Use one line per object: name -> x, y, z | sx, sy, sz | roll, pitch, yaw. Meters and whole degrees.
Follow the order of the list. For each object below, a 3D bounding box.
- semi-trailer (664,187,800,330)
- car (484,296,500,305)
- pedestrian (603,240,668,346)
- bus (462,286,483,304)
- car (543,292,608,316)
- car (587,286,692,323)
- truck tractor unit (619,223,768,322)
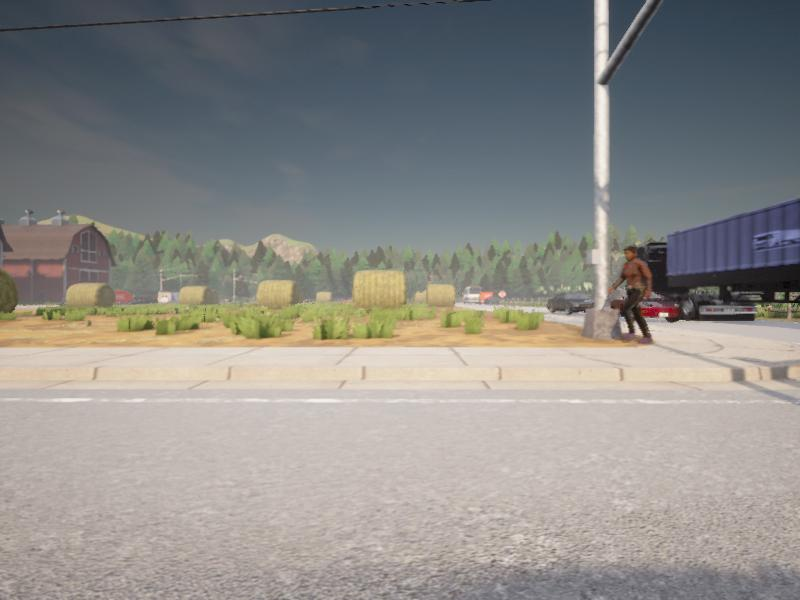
semi-trailer -> 13.687, -1.283, 12.520 | 2.717, 4.402, 14.254 | 0, 0, 6
car -> 16.969, 0.110, 74.003 | 2.152, 1.651, 5.027 | 0, 0, 3
pedestrian -> 4.372, -0.123, 7.468 | 0.751, 1.860, 0.751 | 0, 0, -7
bus -> 18.143, -1.213, 100.832 | 3.944, 4.253, 10.273 | 0, 0, 3
car -> 11.144, 0.237, 25.916 | 2.033, 1.411, 5.357 | 0, 0, 3
car -> 10.789, 0.194, 18.552 | 2.163, 1.488, 4.792 | 0, 0, 3
truck tractor unit -> 14.357, -1.188, 20.404 | 3.053, 4.208, 6.516 | 0, 0, 3
